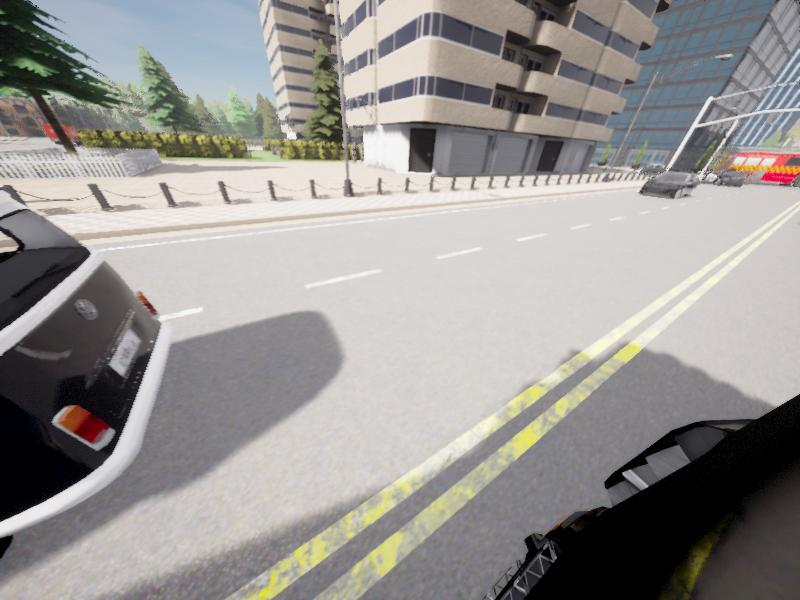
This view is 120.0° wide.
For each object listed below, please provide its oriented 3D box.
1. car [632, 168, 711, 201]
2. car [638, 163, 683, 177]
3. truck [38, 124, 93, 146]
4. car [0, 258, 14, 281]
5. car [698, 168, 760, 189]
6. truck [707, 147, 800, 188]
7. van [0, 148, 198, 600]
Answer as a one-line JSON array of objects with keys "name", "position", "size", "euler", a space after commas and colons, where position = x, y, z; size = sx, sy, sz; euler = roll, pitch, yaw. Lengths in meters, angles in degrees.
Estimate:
[{"name": "car", "position": [18.774, -8.063, 15.950], "size": [5.238, 1.638, 1.930], "euler": [-16, 38, -27]}, {"name": "car", "position": [38.800, -19.413, 34.503], "size": [1.970, 1.475, 3.806], "euler": [-18, 39, -29]}, {"name": "truck", "position": [-50.948, -25.291, 35.442], "size": [2.627, 2.467, 5.204], "euler": [-16, 38, -26]}, {"name": "car", "position": [-8.497, -0.004, 1.886], "size": [4.974, 1.542, 2.038], "euler": [-16, 38, -26]}, {"name": "car", "position": [35.501, -13.323, 25.195], "size": [2.038, 1.542, 4.974], "euler": [19, 37, 25]}, {"name": "truck", "position": [45.948, -16.397, 28.499], "size": [8.468, 3.827, 2.891], "euler": [21, 38, 25]}, {"name": "van", "position": [-3.959, 0.730, 0.688], "size": [4.480, 2.038, 2.069], "euler": [-16, 38, -26]}]
